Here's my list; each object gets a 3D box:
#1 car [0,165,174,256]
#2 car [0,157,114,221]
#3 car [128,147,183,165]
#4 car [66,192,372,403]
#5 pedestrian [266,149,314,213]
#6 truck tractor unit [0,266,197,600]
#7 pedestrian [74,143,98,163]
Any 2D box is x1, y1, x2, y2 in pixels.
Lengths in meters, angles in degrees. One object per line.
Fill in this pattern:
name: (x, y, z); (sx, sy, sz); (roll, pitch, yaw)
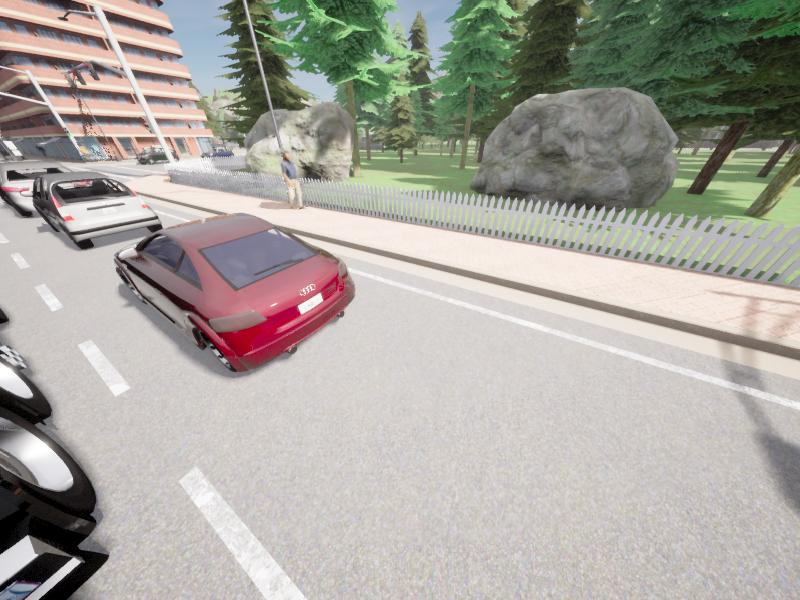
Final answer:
car: (-8.953, -2.770, 6.637); (3.988, 1.617, 1.851); (18, 39, 25)
car: (-14.456, -4.652, 9.325); (4.611, 1.667, 2.242); (19, 39, 25)
car: (-27.810, -16.500, 26.445); (1.789, 1.549, 3.705); (11, 36, 15)
car: (-2.773, -0.593, 3.674); (4.181, 1.385, 1.994); (20, 40, 26)
pedestrian: (-3.726, -4.087, 7.960); (0.751, 1.860, 0.751); (18, 39, 25)
truck tractor unit: (-5.114, -0.298, 0.774); (6.516, 4.208, 3.053); (18, 39, 24)
pedestrian: (-34.814, -16.279, 25.600); (0.751, 1.860, 0.751); (22, 41, 29)
